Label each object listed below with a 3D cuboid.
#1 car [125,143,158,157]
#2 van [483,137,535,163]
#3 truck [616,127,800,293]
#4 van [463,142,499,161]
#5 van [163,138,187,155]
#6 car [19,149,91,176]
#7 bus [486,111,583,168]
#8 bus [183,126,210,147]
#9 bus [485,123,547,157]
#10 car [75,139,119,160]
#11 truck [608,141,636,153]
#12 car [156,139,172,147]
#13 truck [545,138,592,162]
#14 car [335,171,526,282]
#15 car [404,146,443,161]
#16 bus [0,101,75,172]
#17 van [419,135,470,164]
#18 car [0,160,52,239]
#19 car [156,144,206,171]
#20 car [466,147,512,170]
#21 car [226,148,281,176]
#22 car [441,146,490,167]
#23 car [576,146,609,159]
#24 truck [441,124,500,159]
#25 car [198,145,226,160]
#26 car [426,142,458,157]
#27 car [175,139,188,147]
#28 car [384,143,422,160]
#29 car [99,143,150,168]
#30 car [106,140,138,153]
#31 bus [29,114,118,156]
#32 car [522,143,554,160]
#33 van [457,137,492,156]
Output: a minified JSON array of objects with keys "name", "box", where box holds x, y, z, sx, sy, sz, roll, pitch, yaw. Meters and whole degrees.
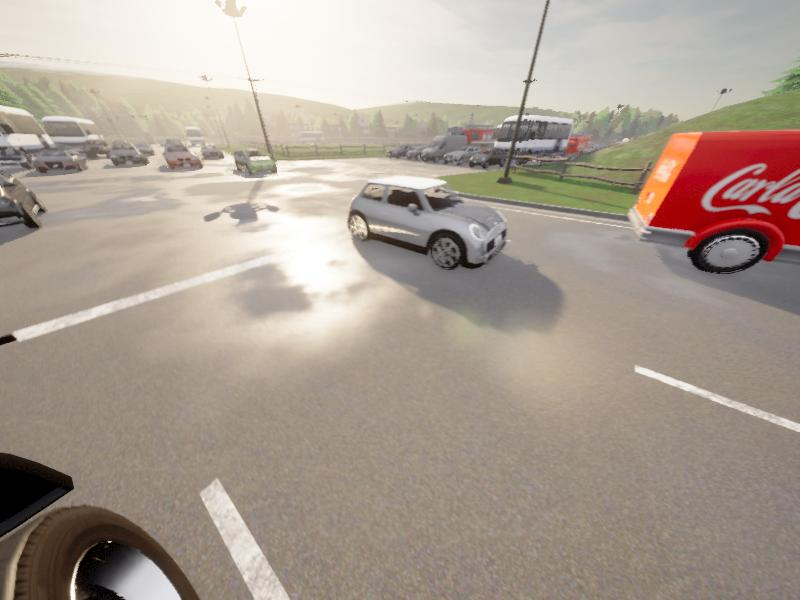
[{"name":"car","box":[-34.793,-20.396,31.296,2.163,1.488,4.792,-23,41,-30]},{"name":"van","box":[13.497,-18.544,28.485,6.366,2.431,2.351,-23,42,-30]},{"name":"truck","box":[8.167,-1.749,4.406,5.204,2.467,2.627,21,40,27]},{"name":"van","box":[10.665,-19.666,30.433,4.442,1.987,1.775,-23,42,-30]},{"name":"van","box":[-33.682,-23.097,34.725,1.775,1.987,4.442,-23,41,-30]},{"name":"car","box":[-25.237,-10.321,17.142,1.994,1.385,4.181,-27,43,-33]},{"name":"bus","box":[14.519,-17.114,24.868,10.273,4.253,3.944,-23,42,-30]},{"name":"bus","box":[-55.592,-44.476,62.975,3.944,4.253,10.273,-23,41,-30]},{"name":"bus","box":[19.546,-26.870,38.864,10.273,4.253,3.944,-23,42,-30]},{"name":"car","box":[-35.580,-17.824,27.257,1.905,1.878,3.866,-23,41,-30]},{"name":"truck","box":[49.053,-33.782,51.005,6.274,2.098,2.390,-23,42,-30]},{"name":"car","box":[-60.377,-40.269,59.191,2.033,1.649,4.856,-23,41,-30]},{"name":"truck","box":[22.097,-19.758,30.298,5.204,2.467,2.627,-24,42,-30]},{"name":"car","box":[0.559,-2.071,5.621,3.806,1.475,1.970,24,41,30]},{"name":"car","box":[3.003,-18.681,29.352,4.892,1.490,1.837,-23,42,-30]},{"name":"bus","box":[-32.141,-13.151,18.579,3.944,4.253,10.273,-25,42,-31]},{"name":"van","box":[5.156,-17.511,26.800,5.915,2.561,1.988,-23,41,-30]},{"name":"car","box":[-12.090,-2.917,6.582,3.705,1.549,1.789,27,43,32]},{"name":"car","box":[-18.729,-12.250,19.721,2.242,1.667,4.611,-28,44,-34]},{"name":"car","box":[8.438,-13.496,21.925,3.988,1.617,1.851,-23,42,-30]},{"name":"car","box":[-11.176,-10.592,17.582,2.007,1.525,4.514,-29,45,-36]},{"name":"car","box":[6.964,-15.389,24.594,5.027,1.651,2.152,-23,42,-30]},{"name":"car","box":[29.199,-22.430,35.045,4.902,1.511,2.128,-23,42,-30]},{"name":"truck","box":[10.182,-22.738,33.210,8.468,3.827,2.891,-23,42,-30]},{"name":"car","box":[-23.165,-18.193,28.408,1.994,1.385,4.181,-25,42,-31]},{"name":"car","box":[6.327,-22.803,34.946,4.605,1.855,1.932,-23,42,-30]},{"name":"car","box":[-57.215,-41.159,60.545,1.801,1.575,5.366,-23,41,-30]},{"name":"car","box":[0.433,-20.169,31.287,4.611,1.667,2.242,-24,42,-30]},{"name":"car","box":[-25.231,-13.475,21.382,2.242,1.667,4.611,-26,43,-32]},{"name":"car","box":[-44.598,-24.715,37.158,2.242,1.667,4.611,-23,42,-30]},{"name":"bus","box":[-45.846,-23.504,33.166,3.944,4.253,10.273,-23,41,-30]},{"name":"car","box":[19.279,-20.826,32.289,3.866,1.878,1.905,-23,42,-30]},{"name":"van","box":[12.430,-25.713,38.610,5.915,2.561,1.988,-23,41,-30]}]
